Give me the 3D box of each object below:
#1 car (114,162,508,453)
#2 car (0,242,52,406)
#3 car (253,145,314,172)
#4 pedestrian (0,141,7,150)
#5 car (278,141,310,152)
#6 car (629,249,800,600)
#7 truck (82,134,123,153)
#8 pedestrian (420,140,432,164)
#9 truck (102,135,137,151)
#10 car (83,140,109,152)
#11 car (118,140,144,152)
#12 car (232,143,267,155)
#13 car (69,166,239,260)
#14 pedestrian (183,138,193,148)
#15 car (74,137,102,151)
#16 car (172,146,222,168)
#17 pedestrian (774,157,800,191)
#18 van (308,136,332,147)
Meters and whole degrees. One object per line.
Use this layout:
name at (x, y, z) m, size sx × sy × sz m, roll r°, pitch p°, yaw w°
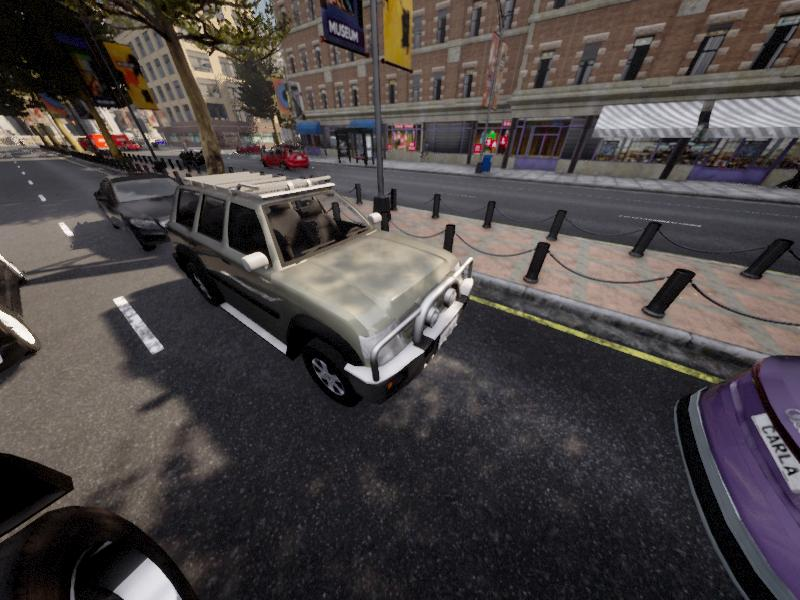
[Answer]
car at (-1.395, -0.650, 3.199) m, size 4.605 × 1.855 × 1.932 m, roll 22°, pitch 41°, yaw 28°
car at (-6.410, -0.054, 2.689) m, size 4.892 × 1.490 × 1.837 m, roll 22°, pitch 40°, yaw 28°
car at (-9.825, -12.071, 19.544) m, size 4.611 × 1.667 × 2.242 m, roll 22°, pitch 41°, yaw 28°
pedestrian at (-74.993, -29.094, 43.110) m, size 0.751 × 1.860 × 0.751 m, roll 17°, pitch 38°, yaw 22°
car at (-19.726, -28.649, 43.143) m, size 2.038 × 1.542 × 4.974 m, roll 21°, pitch 40°, yaw 26°
car at (3.917, 1.610, 0.239) m, size 4.856 × 1.649 × 2.033 m, roll 22°, pitch 41°, yaw 28°
truck at (-49.521, -26.053, 38.469) m, size 5.204 × 2.467 × 2.627 m, roll 22°, pitch 41°, yaw 27°
pedestrian at (2.522, -14.263, 22.260) m, size 0.751 × 1.860 × 0.751 m, roll 22°, pitch 41°, yaw 28°
truck at (-54.160, -30.394, 44.596) m, size 5.204 × 2.467 × 2.627 m, roll 22°, pitch 41°, yaw 28°
car at (-55.158, -27.991, 41.927) m, size 3.988 × 1.617 × 1.851 m, roll 22°, pitch 41°, yaw 28°
car at (-48.608, -27.807, 41.705) m, size 3.988 × 1.617 × 1.851 m, roll 22°, pitch 41°, yaw 28°
car at (-24.096, -24.363, 37.172) m, size 1.994 × 1.385 × 4.181 m, roll 11°, pitch 37°, yaw 15°
car at (-6.865, -2.683, 6.430) m, size 4.674 × 1.442 × 1.812 m, roll 22°, pitch 41°, yaw 28°
pedestrian at (-45.154, -33.378, 49.111) m, size 0.751 × 1.860 × 0.751 m, roll 24°, pitch 42°, yaw 30°
car at (-60.717, -30.410, 44.946) m, size 5.566 × 2.045 × 2.150 m, roll 23°, pitch 41°, yaw 29°
car at (-18.460, -13.040, 21.036) m, size 3.806 × 1.475 × 1.970 m, roll 22°, pitch 41°, yaw 28°
pedestrian at (19.483, -6.272, 11.017) m, size 0.751 × 1.860 × 0.751 m, roll 23°, pitch 41°, yaw 29°
van at (-22.348, -44.159, 64.370) m, size 6.366 × 2.431 × 2.351 m, roll 22°, pitch 41°, yaw 28°
